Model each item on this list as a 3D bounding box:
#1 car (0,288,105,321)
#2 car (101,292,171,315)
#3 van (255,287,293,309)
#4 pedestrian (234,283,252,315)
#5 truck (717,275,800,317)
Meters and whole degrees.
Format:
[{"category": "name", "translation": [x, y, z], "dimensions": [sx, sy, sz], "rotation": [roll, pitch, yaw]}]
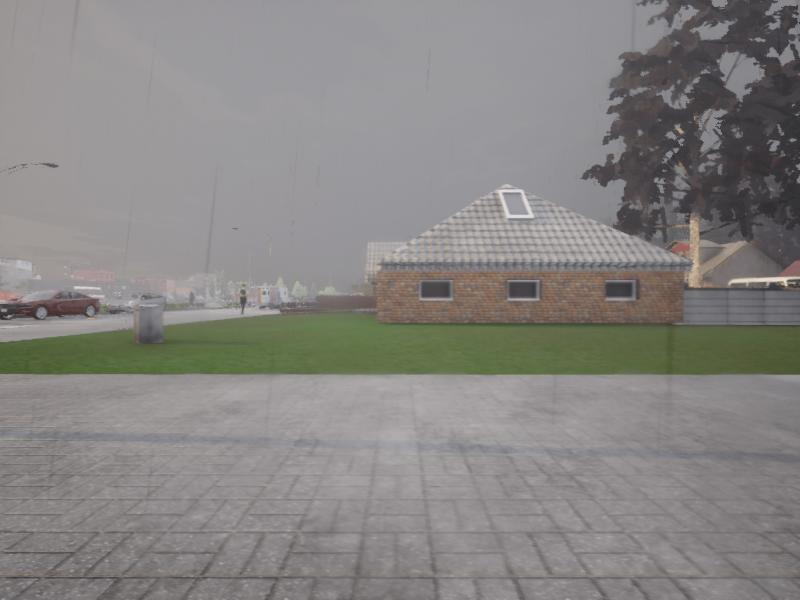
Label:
[{"category": "car", "translation": [-18.375, 0.213, 21.139], "dimensions": [1.882, 1.535, 5.008], "rotation": [0, 0, 1]}, {"category": "car", "translation": [-18.405, 0.219, 28.182], "dimensions": [2.007, 1.525, 4.514], "rotation": [0, 0, 0]}, {"category": "van", "translation": [-14.402, -0.230, 46.219], "dimensions": [2.351, 2.431, 6.366], "rotation": [0, 0, 0]}, {"category": "pedestrian", "translation": [-9.221, -0.072, 23.516], "dimensions": [0.751, 1.860, 0.751], "rotation": [0, 0, -1]}, {"category": "truck", "translation": [20.014, -0.210, 21.678], "dimensions": [2.069, 2.038, 4.478], "rotation": [0, 0, 0]}]
